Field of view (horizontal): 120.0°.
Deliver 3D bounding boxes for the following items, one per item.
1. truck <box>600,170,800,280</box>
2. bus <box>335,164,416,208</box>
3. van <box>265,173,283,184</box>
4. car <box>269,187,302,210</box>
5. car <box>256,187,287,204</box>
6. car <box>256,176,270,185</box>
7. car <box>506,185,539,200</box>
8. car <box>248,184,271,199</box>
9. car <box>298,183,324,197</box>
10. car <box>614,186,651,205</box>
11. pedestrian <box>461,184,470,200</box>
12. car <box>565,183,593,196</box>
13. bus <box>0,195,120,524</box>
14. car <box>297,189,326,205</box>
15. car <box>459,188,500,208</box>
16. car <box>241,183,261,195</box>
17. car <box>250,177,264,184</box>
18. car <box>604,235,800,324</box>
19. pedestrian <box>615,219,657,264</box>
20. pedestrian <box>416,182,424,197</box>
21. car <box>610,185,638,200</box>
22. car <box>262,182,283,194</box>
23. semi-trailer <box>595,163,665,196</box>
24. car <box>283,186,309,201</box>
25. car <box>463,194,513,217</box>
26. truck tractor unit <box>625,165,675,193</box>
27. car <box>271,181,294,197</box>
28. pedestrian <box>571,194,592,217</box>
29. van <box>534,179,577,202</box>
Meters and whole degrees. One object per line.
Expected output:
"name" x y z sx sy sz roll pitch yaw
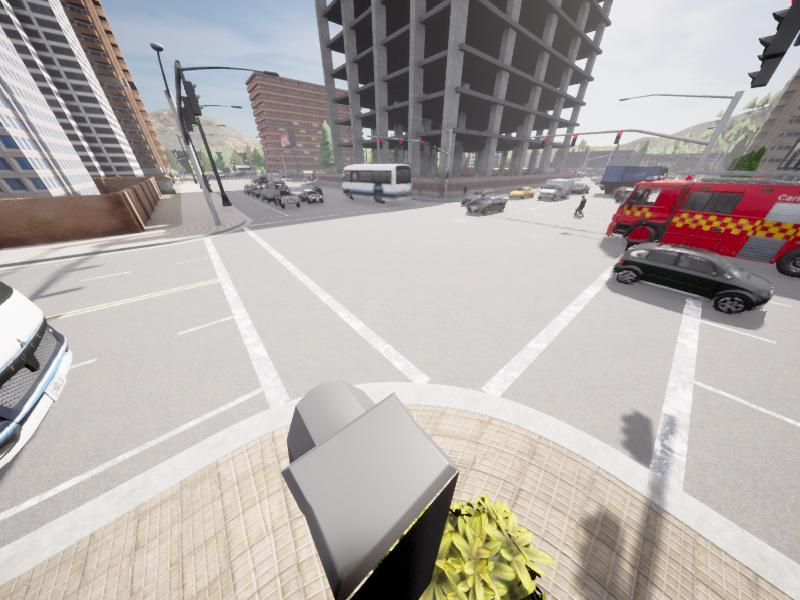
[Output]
"truck" 15.992 -3.974 11.065 2.891 3.827 8.468 -20 36 -31
"bus" -3.315 -14.824 29.435 10.273 4.253 3.944 24 39 35
"van" -34.049 -32.769 62.335 2.351 2.431 6.366 -22 37 -34
"car" -13.065 -11.646 26.299 1.932 1.855 4.605 -21 36 -32
"car" -17.016 -13.831 30.482 2.163 1.488 4.792 -23 37 -34
"car" -34.676 -30.169 58.369 1.905 1.878 3.866 -22 37 -33
"car" 17.723 -15.521 33.307 5.366 1.575 1.801 -23 37 -34
"car" -21.131 -16.369 34.750 1.851 1.617 3.988 -22 37 -34
"car" -14.298 -17.747 37.103 1.930 1.638 5.238 -23 37 -34
"car" 30.091 -13.608 29.921 4.611 1.667 2.242 -22 37 -33
"pedestrian" 8.748 -14.519 30.940 0.751 1.860 0.751 22 36 33
"car" 29.453 -18.204 37.895 5.238 1.638 1.930 -23 37 -34
"bus" -9.885 1.753 0.719 10.273 4.253 3.944 -23 37 -34
"car" -11.249 -13.098 29.215 1.970 1.475 3.806 -22 37 -33
"car" 9.345 -12.026 27.166 4.611 1.667 2.242 -23 37 -34
"car" -25.067 -18.693 38.909 1.816 1.474 4.193 -22 37 -34
"car" -38.982 -32.606 62.970 2.128 1.511 4.902 -22 37 -34
"car" 10.103 -0.989 8.164 1.789 1.549 3.705 -19 35 -29
"pedestrian" 11.037 -2.750 10.861 0.751 1.860 0.751 24 38 35
"pedestrian" 2.903 -15.819 33.194 0.751 1.860 0.751 -19 35 -30
"car" 32.329 -15.630 33.534 1.882 1.535 5.008 17 35 27
"car" -22.848 -20.105 41.335 1.837 1.490 4.892 -22 37 -33
"semi-trailer" 38.728 -20.316 38.777 14.254 4.402 2.717 -16 34 -26
"car" -14.901 -15.280 33.028 1.812 1.442 4.674 -22 37 -34
"car" 8.683 -9.389 22.758 4.902 1.511 2.128 -23 37 -34
"truck tractor unit" 45.608 -22.183 42.214 6.516 4.208 3.053 -16 34 -24
"car" -18.776 -17.815 36.971 1.905 1.878 3.866 -23 37 -34
"pedestrian" 16.358 -8.535 20.880 0.751 1.860 0.751 -17 34 -27
"van" 21.532 -15.204 31.914 6.366 2.431 2.351 -23 37 -34
